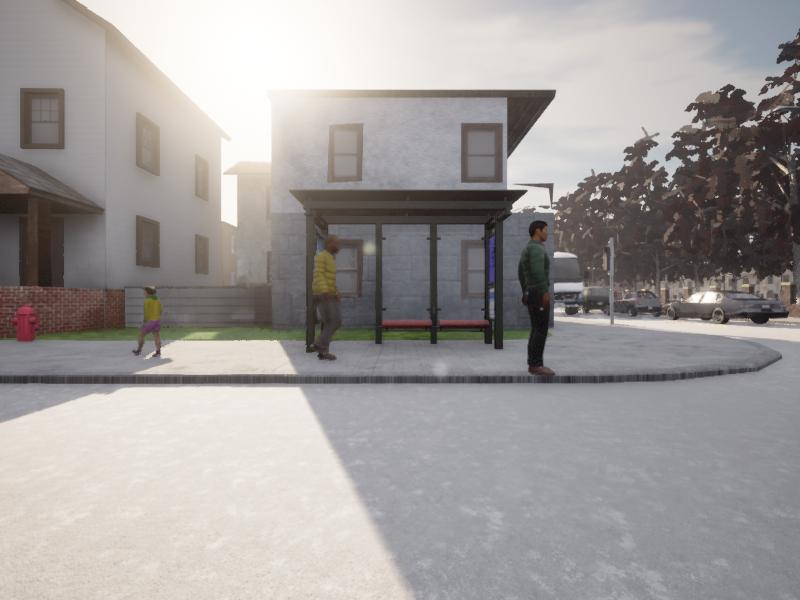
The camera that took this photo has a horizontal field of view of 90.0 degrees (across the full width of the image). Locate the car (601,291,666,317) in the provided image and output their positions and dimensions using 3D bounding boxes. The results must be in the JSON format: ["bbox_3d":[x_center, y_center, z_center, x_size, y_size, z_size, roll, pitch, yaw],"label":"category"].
[{"bbox_3d":[14.191,0.227,24.569,1.845,1.501,3.633,0,0,-1],"label":"car"}]

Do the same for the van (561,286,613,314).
[{"bbox_3d":[14.265,0.000,30.799,1.775,1.987,4.442,0,0,-2],"label":"van"}]

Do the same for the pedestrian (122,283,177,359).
[{"bbox_3d":[-3.827,0.305,6.126,0.500,1.100,0.500,0,0,19],"label":"pedestrian"}]

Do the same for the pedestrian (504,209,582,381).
[{"bbox_3d":[1.661,-0.054,4.767,0.751,1.860,0.751,0,0,9],"label":"pedestrian"}]

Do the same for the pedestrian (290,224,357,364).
[{"bbox_3d":[-1.068,-0.075,5.730,0.751,1.860,0.751,0,0,6],"label":"pedestrian"}]

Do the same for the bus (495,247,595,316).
[{"bbox_3d":[10.246,-1.132,29.999,3.944,4.253,10.273,0,0,1],"label":"bus"}]

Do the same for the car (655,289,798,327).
[{"bbox_3d":[13.943,0.295,17.675,2.033,1.411,5.357,0,0,2],"label":"car"}]
